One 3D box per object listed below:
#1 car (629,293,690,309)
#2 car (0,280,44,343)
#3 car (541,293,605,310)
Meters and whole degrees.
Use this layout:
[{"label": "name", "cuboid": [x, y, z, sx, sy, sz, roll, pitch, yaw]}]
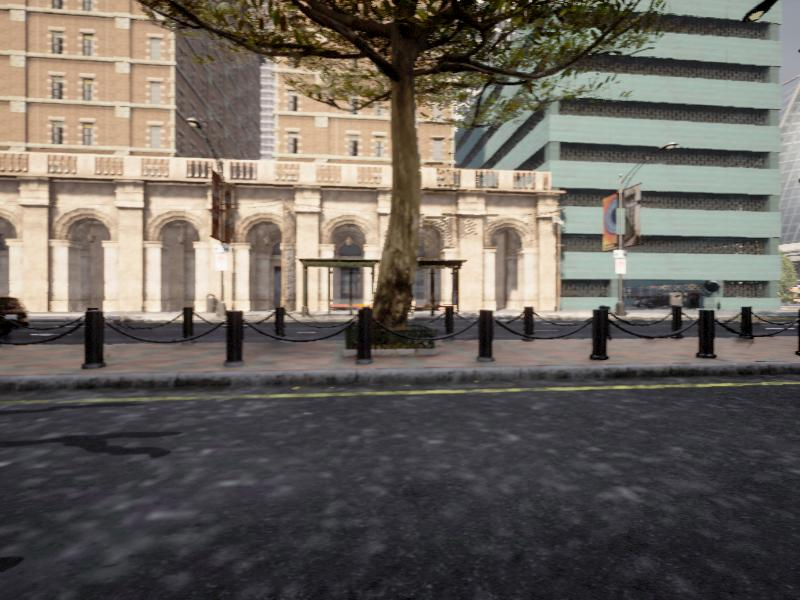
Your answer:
[{"label": "car", "cuboid": [26.200, 0.086, 40.506, 4.902, 1.511, 2.128, 0, 0, -6]}, {"label": "car", "cuboid": [-11.517, 0.249, 9.278, 4.674, 1.442, 1.812, 0, 0, -6]}, {"label": "car", "cuboid": [15.134, 0.125, 35.135, 4.786, 1.482, 2.161, 0, 0, -6]}]
